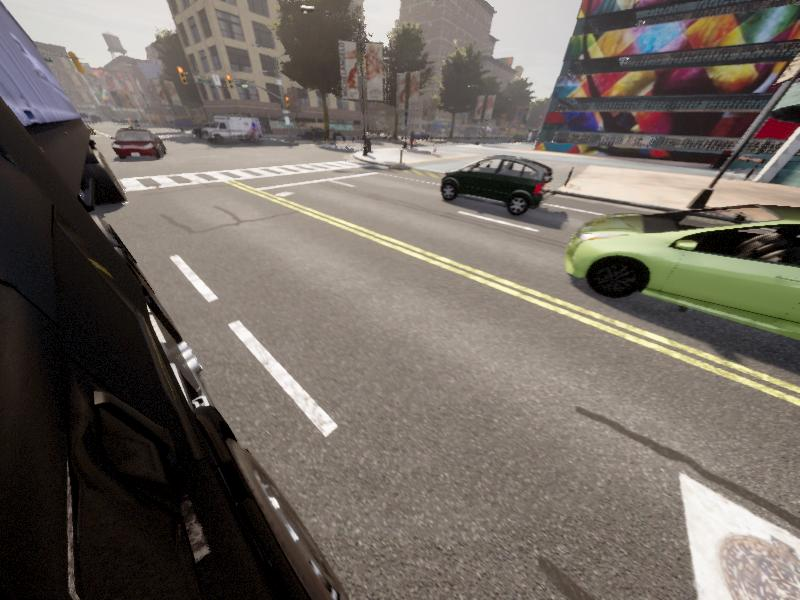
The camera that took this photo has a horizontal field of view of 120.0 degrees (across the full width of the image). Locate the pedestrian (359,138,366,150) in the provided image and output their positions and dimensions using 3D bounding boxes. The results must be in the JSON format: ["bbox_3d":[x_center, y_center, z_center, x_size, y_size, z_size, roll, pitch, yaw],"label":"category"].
[{"bbox_3d":[-4.127,-17.245,25.498,0.500,1.100,0.500,25,42,27],"label":"pedestrian"}]

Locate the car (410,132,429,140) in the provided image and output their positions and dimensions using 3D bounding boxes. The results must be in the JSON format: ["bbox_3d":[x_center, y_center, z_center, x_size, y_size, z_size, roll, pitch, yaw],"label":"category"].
[{"bbox_3d":[4.352,-37.056,52.253,1.812,1.442,4.674,28,43,30],"label":"car"}]

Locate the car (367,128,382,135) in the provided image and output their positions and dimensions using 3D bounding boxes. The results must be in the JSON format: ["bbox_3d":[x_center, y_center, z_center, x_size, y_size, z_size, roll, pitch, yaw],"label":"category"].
[{"bbox_3d":[-8.339,-55.976,76.700,5.008,1.535,1.882,27,43,29],"label":"car"}]

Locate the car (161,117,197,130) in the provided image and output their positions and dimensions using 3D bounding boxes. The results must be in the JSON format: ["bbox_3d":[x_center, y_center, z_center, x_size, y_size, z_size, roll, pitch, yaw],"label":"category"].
[{"bbox_3d":[-51.235,-41.051,53.716,2.150,2.045,5.566,32,46,33],"label":"car"}]

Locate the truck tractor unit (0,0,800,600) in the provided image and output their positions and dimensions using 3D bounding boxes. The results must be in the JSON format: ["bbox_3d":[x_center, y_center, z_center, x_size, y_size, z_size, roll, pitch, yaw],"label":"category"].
[{"bbox_3d":[-2.645,-0.295,0.351,6.516,4.208,3.053,28,44,30],"label":"truck tractor unit"}]

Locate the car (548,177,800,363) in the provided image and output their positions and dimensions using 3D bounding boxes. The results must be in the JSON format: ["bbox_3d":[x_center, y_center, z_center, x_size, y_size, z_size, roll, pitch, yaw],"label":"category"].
[{"bbox_3d":[5.179,-0.522,3.389,4.514,1.525,2.007,27,43,29],"label":"car"}]

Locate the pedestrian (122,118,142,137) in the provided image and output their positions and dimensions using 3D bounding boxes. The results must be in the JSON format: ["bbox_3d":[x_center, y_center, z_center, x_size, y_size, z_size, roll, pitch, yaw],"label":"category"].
[{"bbox_3d":[-33.485,-21.582,28.878,0.751,1.860,0.751,26,43,28],"label":"pedestrian"}]

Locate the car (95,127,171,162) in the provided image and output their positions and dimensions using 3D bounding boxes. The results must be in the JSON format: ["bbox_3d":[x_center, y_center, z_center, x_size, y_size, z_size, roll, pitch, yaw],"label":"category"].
[{"bbox_3d":[-16.863,-10.133,14.938,2.163,1.488,4.792,-20,42,-27],"label":"car"}]

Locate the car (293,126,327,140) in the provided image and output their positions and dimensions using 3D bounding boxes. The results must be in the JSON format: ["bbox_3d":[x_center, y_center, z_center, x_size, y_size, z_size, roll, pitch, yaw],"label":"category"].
[{"bbox_3d":[-14.567,-27.351,37.836,2.097,1.767,4.553,28,44,30],"label":"car"}]

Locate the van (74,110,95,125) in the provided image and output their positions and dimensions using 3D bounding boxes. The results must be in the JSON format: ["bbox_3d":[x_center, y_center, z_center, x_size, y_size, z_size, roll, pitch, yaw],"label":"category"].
[{"bbox_3d":[-76.693,-44.341,56.153,5.915,2.561,1.988,29,44,31],"label":"van"}]

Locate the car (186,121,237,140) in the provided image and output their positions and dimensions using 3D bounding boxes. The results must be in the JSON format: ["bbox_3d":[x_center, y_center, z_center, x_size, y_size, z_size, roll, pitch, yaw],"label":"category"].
[{"bbox_3d":[-24.917,-22.583,30.761,4.605,1.855,1.932,-11,39,-17],"label":"car"}]

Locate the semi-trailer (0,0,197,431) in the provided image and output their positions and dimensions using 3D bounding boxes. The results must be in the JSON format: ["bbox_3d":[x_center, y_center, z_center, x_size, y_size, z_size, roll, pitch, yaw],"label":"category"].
[{"bbox_3d":[-8.434,-3.767,4.479,14.254,4.402,2.717,31,46,33],"label":"semi-trailer"}]

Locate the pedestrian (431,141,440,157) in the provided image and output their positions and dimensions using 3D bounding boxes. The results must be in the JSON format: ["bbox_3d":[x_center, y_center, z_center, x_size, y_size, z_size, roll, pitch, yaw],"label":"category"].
[{"bbox_3d":[3.198,-13.643,20.873,0.500,1.100,0.500,-29,47,-35],"label":"pedestrian"}]

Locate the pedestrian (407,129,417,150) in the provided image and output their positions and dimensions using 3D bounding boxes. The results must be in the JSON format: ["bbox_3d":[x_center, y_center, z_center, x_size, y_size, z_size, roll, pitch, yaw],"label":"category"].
[{"bbox_3d":[1.345,-18.208,26.229,0.751,1.860,0.751,-25,45,-32],"label":"pedestrian"}]

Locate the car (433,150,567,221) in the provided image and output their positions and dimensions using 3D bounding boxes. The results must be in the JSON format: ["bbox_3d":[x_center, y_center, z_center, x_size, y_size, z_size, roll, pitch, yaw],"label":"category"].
[{"bbox_3d":[3.316,-4.236,8.219,3.705,1.549,1.789,28,43,29],"label":"car"}]

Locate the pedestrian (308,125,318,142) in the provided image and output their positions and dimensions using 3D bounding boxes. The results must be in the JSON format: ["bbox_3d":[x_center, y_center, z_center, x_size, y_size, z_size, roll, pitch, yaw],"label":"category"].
[{"bbox_3d":[-11.674,-22.365,31.009,0.751,1.860,0.751,30,45,32],"label":"pedestrian"}]

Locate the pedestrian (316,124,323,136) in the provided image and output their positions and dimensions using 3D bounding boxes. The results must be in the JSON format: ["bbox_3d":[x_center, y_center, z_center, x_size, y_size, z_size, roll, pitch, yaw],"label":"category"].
[{"bbox_3d":[-16.636,-35.256,47.929,0.751,1.860,0.751,32,46,33],"label":"pedestrian"}]

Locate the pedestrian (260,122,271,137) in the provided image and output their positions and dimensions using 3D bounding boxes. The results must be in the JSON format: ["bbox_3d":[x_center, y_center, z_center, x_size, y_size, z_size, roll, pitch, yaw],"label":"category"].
[{"bbox_3d":[-21.805,-27.735,37.560,0.751,1.860,0.751,14,38,14],"label":"pedestrian"}]

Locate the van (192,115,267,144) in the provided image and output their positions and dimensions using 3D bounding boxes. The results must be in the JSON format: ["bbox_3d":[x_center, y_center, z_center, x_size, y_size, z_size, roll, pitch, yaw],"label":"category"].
[{"bbox_3d":[-19.628,-19.954,27.110,2.351,2.431,6.366,19,40,21],"label":"van"}]

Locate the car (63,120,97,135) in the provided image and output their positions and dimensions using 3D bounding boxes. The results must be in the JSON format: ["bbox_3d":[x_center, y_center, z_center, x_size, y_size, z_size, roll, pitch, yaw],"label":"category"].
[{"bbox_3d":[-41.278,-22.286,29.796,4.181,1.385,1.994,28,44,30],"label":"car"}]

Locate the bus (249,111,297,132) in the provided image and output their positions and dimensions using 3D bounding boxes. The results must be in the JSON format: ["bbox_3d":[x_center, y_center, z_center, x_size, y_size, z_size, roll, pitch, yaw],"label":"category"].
[{"bbox_3d":[-35.132,-49.767,64.504,3.944,4.253,10.273,28,43,30],"label":"bus"}]

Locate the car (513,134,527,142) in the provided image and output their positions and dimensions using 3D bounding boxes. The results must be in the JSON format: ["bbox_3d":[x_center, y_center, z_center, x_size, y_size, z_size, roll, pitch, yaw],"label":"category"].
[{"bbox_3d":[35.643,-48.164,68.644,1.932,1.855,4.605,28,44,30],"label":"car"}]
